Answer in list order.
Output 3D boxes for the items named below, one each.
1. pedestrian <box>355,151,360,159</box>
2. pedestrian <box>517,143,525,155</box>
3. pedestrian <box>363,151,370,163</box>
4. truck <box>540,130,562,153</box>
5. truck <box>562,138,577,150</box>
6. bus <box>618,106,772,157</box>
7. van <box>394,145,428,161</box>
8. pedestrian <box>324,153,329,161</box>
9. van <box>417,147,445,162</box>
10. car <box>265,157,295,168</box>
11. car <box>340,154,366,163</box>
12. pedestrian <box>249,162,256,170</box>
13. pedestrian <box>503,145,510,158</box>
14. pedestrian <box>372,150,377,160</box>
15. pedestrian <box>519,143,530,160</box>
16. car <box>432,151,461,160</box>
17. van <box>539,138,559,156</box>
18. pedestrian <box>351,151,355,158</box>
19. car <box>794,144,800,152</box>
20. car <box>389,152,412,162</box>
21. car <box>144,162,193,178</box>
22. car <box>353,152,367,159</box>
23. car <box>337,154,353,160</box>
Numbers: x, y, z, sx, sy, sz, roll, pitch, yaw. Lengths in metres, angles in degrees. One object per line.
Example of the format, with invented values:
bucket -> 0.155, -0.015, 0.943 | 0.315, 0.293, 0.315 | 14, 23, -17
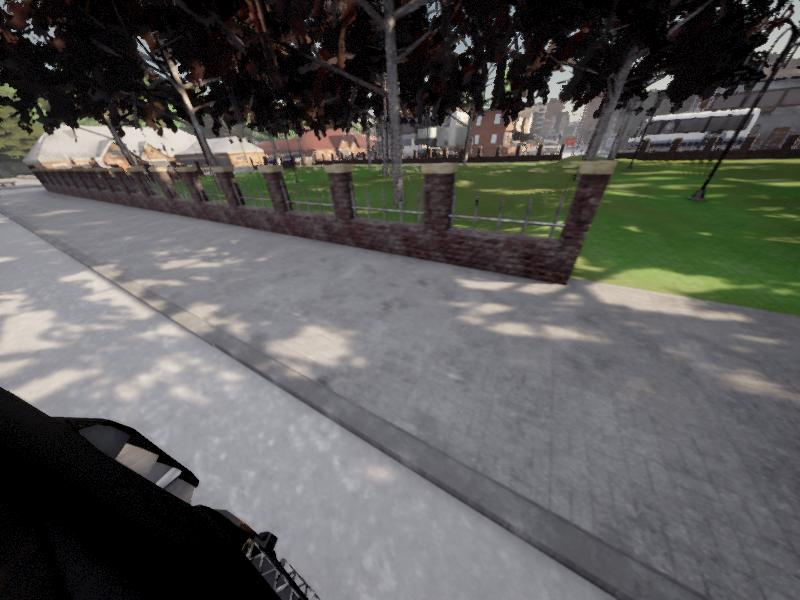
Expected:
pedestrian -> -10.957, -37.748, 60.143 | 0.751, 1.860, 0.751 | 22, 41, 32
pedestrian -> 23.485, -29.345, 44.826 | 0.751, 1.860, 0.751 | 24, 42, 34
pedestrian -> -5.921, -25.133, 40.619 | 0.751, 1.860, 0.751 | 16, 38, 26
truck -> 33.288, -34.786, 50.818 | 2.891, 3.827, 8.468 | 16, 38, 26
truck -> 46.230, -42.767, 63.203 | 2.627, 2.467, 5.204 | 15, 38, 25
bus -> 34.970, -20.493, 28.631 | 10.273, 4.253, 3.944 | 16, 38, 26
van -> 2.139, -28.949, 45.530 | 6.366, 2.431, 2.351 | 15, 37, 25
pedestrian -> -19.071, -37.063, 59.867 | 0.751, 1.860, 0.751 | 14, 37, 24
van -> 5.294, -25.219, 40.042 | 4.442, 1.987, 1.775 | 14, 37, 24
car -> -23.541, -27.172, 45.534 | 1.882, 1.535, 5.008 | 15, 38, 25
car -> -9.847, -29.511, 48.203 | 5.357, 1.411, 2.033 | 19, 39, 29
pedestrian -> -23.463, -21.298, 36.784 | 0.500, 1.100, 0.500 | 16, 38, 26
pedestrian -> 18.319, -25.584, 39.708 | 0.751, 1.860, 0.751 | 16, 38, 26
pedestrian -> -6.012, -33.853, 53.832 | 0.751, 1.860, 0.751 | 17, 38, 27
pedestrian -> 17.205, -20.484, 31.866 | 0.751, 1.860, 0.751 | 24, 42, 34
car -> 8.536, -26.477, 42.339 | 4.718, 1.301, 1.895 | 18, 38, 28
van -> 27.485, -28.258, 42.616 | 2.351, 2.431, 6.366 | 16, 38, 26
pedestrian -> -14.896, -46.411, 73.545 | 0.751, 1.860, 0.751 | 22, 41, 33
car -> 46.081, -16.330, 24.053 | 4.674, 1.442, 1.812 | 16, 38, 26
car -> 0.118, -26.519, 42.809 | 3.633, 1.501, 1.845 | 15, 37, 24
car -> -35.181, -19.912, 35.260 | 2.242, 1.667, 4.611 | 16, 38, 26
car -> -11.980, -43.335, 69.130 | 1.851, 1.617, 3.988 | 16, 38, 26
car -> -15.301, -39.852, 64.310 | 1.994, 1.385, 4.181 | 15, 37, 25
